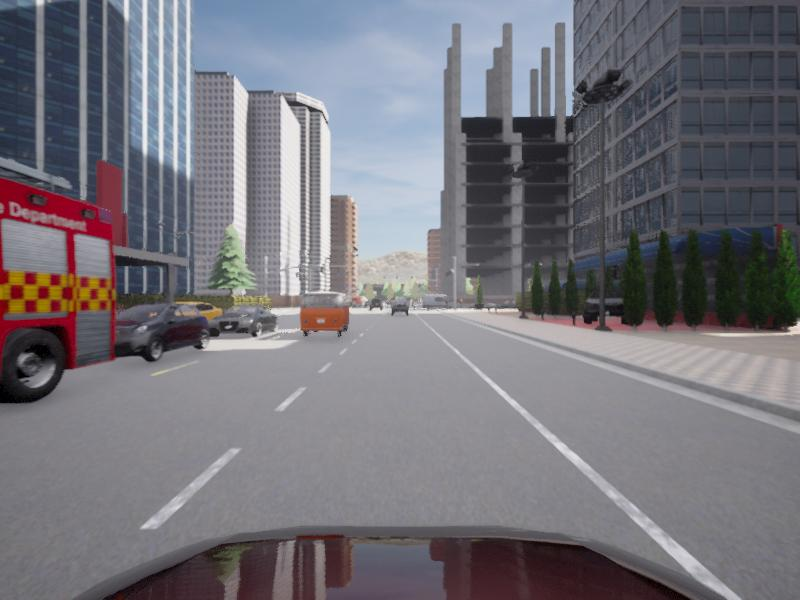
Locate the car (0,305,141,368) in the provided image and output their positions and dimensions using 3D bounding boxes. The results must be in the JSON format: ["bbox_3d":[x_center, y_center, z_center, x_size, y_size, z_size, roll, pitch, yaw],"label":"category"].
[{"bbox_3d":[-10.503,0.899,11.983,2.033,1.411,5.357,0,0,0],"label":"car"}]

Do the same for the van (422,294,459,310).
[{"bbox_3d":[6.757,0.339,66.886,5.915,2.561,1.988,1,0,0],"label":"van"}]

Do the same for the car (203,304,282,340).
[{"bbox_3d":[-7.008,0.914,18.326,1.994,1.385,4.181,0,0,-1],"label":"car"}]

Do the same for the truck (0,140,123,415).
[{"bbox_3d":[-7.007,-0.319,3.813,2.891,3.827,8.468,0,0,0],"label":"truck"}]

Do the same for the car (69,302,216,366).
[{"bbox_3d":[-7.002,0.831,11.379,1.845,1.501,3.633,0,0,0],"label":"car"}]

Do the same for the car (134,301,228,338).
[{"bbox_3d":[-10.501,0.830,19.695,1.882,1.535,5.008,0,0,0],"label":"car"}]

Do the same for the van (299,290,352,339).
[{"bbox_3d":[-3.308,0.605,18.490,1.775,1.987,4.442,0,0,-2],"label":"van"}]

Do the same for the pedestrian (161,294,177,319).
[{"bbox_3d":[-17.542,0.495,30.368,0.751,1.860,0.751,0,0,4],"label":"pedestrian"}]

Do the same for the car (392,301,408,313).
[{"bbox_3d":[-0.006,0.871,50.430,1.970,1.475,3.806,0,0,0],"label":"car"}]

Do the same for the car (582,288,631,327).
[{"bbox_3d":[13.120,0.411,25.219,2.390,2.098,6.274,0,0,31],"label":"car"}]

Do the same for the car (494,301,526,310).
[{"bbox_3d":[19.238,0.945,70.309,5.027,1.651,2.152,0,0,0],"label":"car"}]

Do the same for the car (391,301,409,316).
[{"bbox_3d":[-0.007,0.858,43.292,1.837,1.490,4.892,0,0,0],"label":"car"}]
